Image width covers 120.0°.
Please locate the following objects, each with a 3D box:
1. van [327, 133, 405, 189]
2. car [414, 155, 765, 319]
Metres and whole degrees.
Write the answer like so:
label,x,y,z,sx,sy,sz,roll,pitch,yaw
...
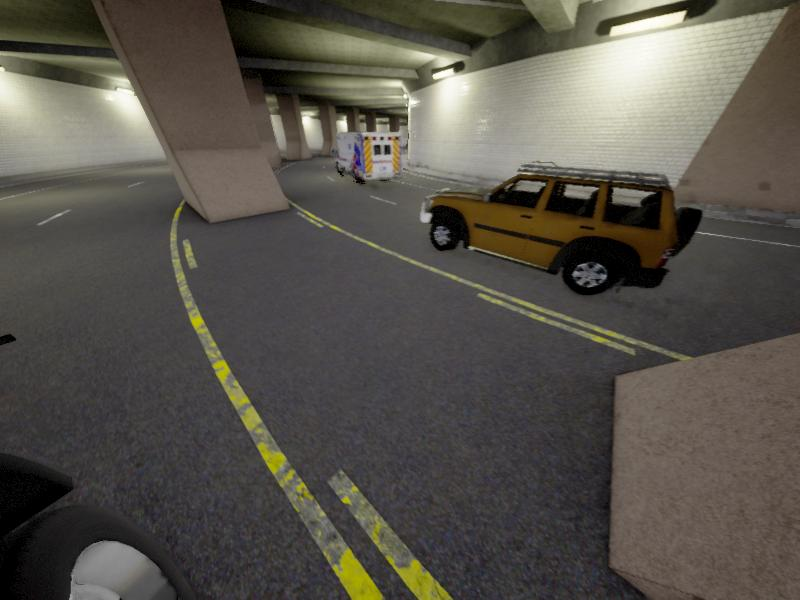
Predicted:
label,x,y,z,sx,sy,sz,roll,pitch,yaw
van,-2.306,-8.817,14.305,2.351,2.431,6.366,-18,39,-23
car,2.755,-1.760,4.811,4.605,1.855,1.932,26,43,31
